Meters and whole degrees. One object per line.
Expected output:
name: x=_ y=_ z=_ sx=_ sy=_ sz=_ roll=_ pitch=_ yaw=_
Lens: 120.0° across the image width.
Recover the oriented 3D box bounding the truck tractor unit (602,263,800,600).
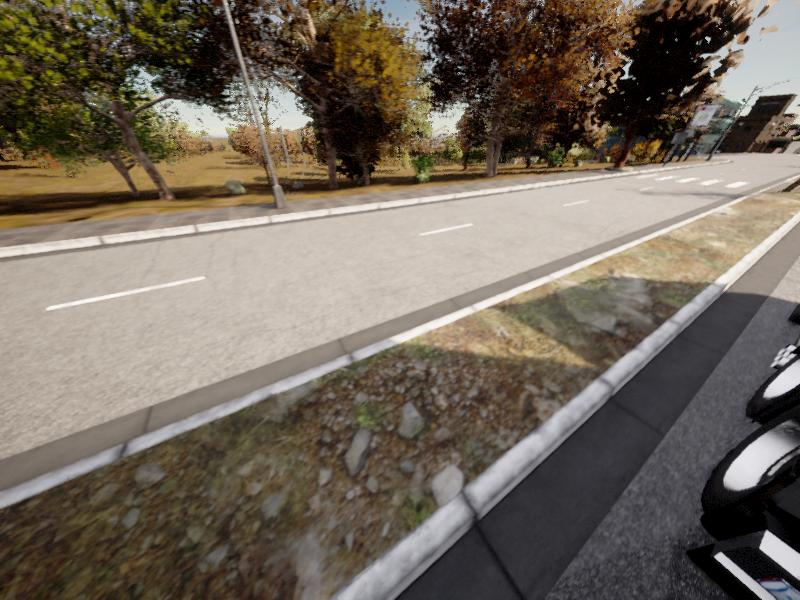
truck tractor unit: x=5.113 y=-0.298 z=0.789 sx=6.516 sy=4.208 sz=3.053 roll=-18 pitch=39 yaw=-24
